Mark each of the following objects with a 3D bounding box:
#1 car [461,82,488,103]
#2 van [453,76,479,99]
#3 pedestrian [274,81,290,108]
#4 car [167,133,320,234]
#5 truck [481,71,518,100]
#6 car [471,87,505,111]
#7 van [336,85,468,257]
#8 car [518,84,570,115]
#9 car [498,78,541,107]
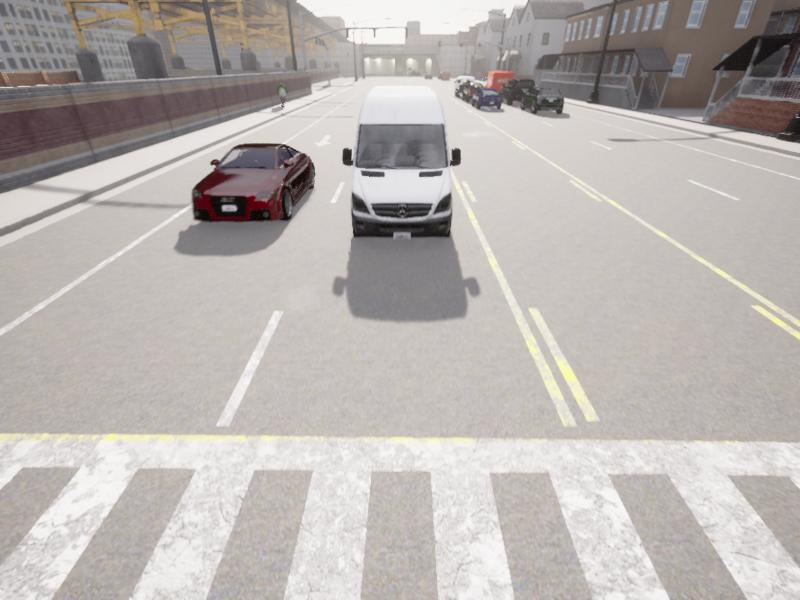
[{"bbox_3d":[7.106,-20.000,38.524,1.851,1.617,3.988,0,30,0],"label":"car"},{"bbox_3d":[7.116,-23.292,43.713,2.069,2.038,4.480,0,30,0],"label":"van"},{"bbox_3d":[-9.045,-15.829,30.807,0.751,1.860,0.751,2,30,3],"label":"pedestrian"},{"bbox_3d":[-3.447,-3.056,9.845,1.994,1.385,4.181,1,30,1],"label":"car"},{"bbox_3d":[10.492,-22.940,42.688,2.627,2.467,5.204,1,30,1],"label":"truck"},{"bbox_3d":[7.082,-16.460,32.645,1.812,1.442,4.674,0,30,0],"label":"car"},{"bbox_3d":[0.036,-3.388,9.255,1.988,2.561,5.915,0,30,0],"label":"van"},{"bbox_3d":[10.585,-15.016,29.833,2.097,1.767,4.553,0,30,0],"label":"car"},{"bbox_3d":[10.578,-18.781,36.009,2.150,2.045,5.566,0,30,0],"label":"car"}]
